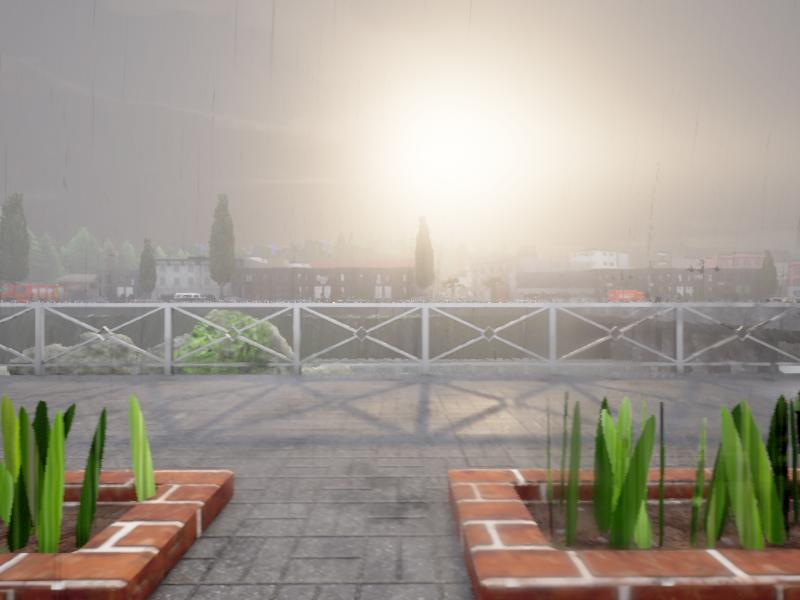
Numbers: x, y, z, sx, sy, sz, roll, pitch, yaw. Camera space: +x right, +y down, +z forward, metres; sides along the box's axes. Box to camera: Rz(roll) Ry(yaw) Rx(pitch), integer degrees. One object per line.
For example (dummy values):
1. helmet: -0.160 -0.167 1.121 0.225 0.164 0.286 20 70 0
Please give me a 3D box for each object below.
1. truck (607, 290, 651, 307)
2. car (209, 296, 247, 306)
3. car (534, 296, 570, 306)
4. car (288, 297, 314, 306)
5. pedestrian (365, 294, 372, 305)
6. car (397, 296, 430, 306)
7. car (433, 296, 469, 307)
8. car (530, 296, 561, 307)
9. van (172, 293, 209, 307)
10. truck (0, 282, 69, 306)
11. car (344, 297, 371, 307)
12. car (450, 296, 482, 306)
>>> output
1. truck: 34.677 -0.250 60.690 5.204 2.467 2.627 0 0 0
2. car: -27.538 0.172 64.188 5.238 1.638 1.930 0 0 0
3. car: 24.488 0.193 64.608 4.974 1.542 2.038 0 0 0
4. car: -15.853 0.253 64.272 3.806 1.475 1.970 0 0 0
5. pedestrian: -5.279 -0.068 66.923 0.751 1.860 0.751 0 0 -44
6. car: 2.125 0.168 64.394 5.238 1.638 1.930 0 0 0
7. car: 7.690 0.168 60.478 5.238 1.638 1.930 0 0 0
8. car: 22.007 0.184 60.588 3.988 1.617 1.851 0 0 0
9. van: -31.498 -0.026 60.158 4.480 2.038 2.069 0 0 0
10. truck: -58.356 -0.928 63.940 8.468 3.827 2.891 0 0 0
11. car: -6.374 0.252 60.370 3.806 1.475 1.970 0 0 0
12. car: 10.621 0.174 64.475 4.856 1.649 2.033 0 0 0
